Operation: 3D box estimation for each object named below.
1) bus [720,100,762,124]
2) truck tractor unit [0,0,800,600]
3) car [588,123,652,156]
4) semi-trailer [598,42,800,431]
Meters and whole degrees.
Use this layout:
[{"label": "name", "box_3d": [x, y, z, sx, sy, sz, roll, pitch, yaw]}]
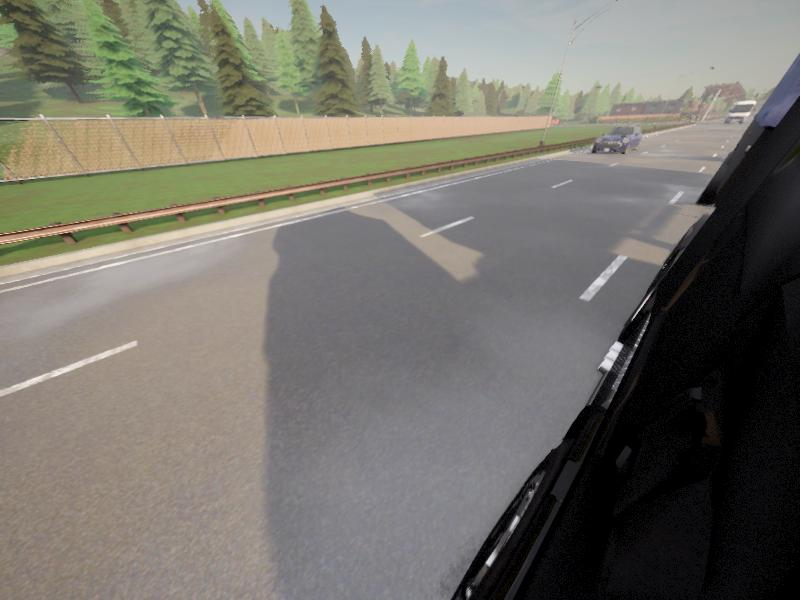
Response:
[{"label": "bus", "box_3d": [83.571, -45.892, 56.630, 10.273, 4.253, 3.944, -28, 44, -30]}, {"label": "truck tractor unit", "box_3d": [2.645, -0.295, 0.352, 6.516, 4.208, 3.053, -28, 44, -30]}, {"label": "car", "box_3d": [16.641, -12.211, 17.481, 4.553, 1.767, 2.097, -28, 44, -30]}, {"label": "semi-trailer", "box_3d": [8.701, -3.590, 4.243, 14.254, 4.402, 2.717, -28, 44, -30]}]
